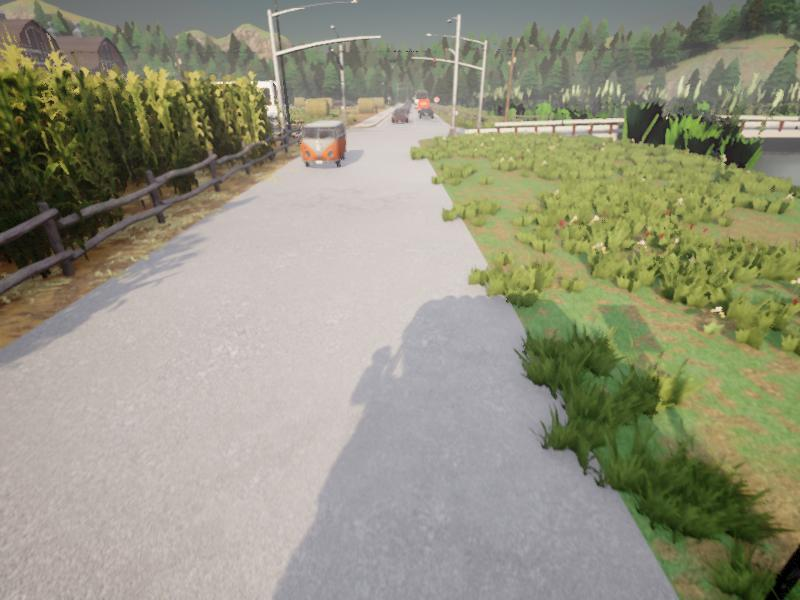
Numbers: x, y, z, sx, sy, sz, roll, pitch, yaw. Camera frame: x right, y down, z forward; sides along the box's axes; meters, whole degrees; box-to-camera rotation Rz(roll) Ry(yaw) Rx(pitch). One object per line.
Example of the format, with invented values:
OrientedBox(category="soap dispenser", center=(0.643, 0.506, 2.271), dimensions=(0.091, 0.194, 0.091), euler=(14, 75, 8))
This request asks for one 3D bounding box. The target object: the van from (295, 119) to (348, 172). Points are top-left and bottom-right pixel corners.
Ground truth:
OrientedBox(category="van", center=(-3.664, -7.647, 19.528), dimensions=(1.775, 1.987, 4.442), euler=(-1, 27, -1))

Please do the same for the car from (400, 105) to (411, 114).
OrientedBox(category="car", center=(1.129, -37.820, 79.256), dimensions=(2.163, 1.488, 4.792), euler=(1, 27, 2))

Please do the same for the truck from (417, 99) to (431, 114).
OrientedBox(category="truck", center=(4.639, -38.397, 79.295), dimensions=(2.627, 2.467, 5.204), euler=(1, 27, 2))

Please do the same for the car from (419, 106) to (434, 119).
OrientedBox(category="car", center=(4.015, -28.561, 60.920), dimensions=(2.152, 1.651, 5.027), euler=(1, 27, 2))

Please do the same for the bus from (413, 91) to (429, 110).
OrientedBox(category="bus", center=(5.370, -52.175, 104.378), dimensions=(3.944, 4.253, 10.273), euler=(1, 27, 2))

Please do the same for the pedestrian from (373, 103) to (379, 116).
OrientedBox(category="pedestrian", center=(-3.758, -30.167, 63.416), dimensions=(0.751, 1.860, 0.751), euler=(8, 28, 15))

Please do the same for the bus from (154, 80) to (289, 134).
OrientedBox(category="bus", center=(-16.283, -18.144, 37.626), dimensions=(10.273, 4.253, 3.944), euler=(-1, 27, -1))

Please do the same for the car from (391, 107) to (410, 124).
OrientedBox(category="car", center=(0.089, -22.844, 49.502), dimensions=(2.097, 1.767, 4.553), euler=(1, 27, 3))
